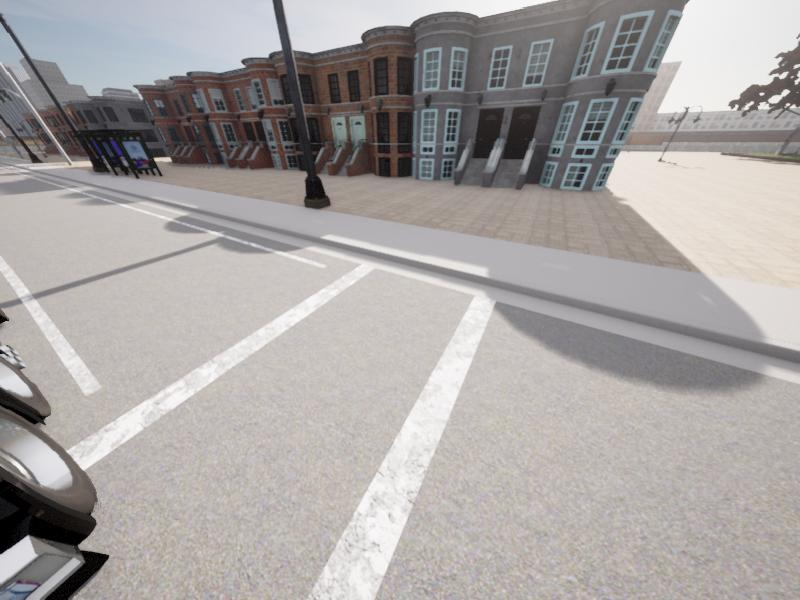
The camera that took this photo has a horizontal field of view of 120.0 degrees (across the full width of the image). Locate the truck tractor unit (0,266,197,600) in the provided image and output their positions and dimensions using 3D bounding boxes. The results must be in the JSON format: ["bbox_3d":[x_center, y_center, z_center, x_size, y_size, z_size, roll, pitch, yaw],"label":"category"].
[{"bbox_3d":[-5.111,-0.301,0.771,6.516,4.208,3.053,18,39,24],"label":"truck tractor unit"}]
